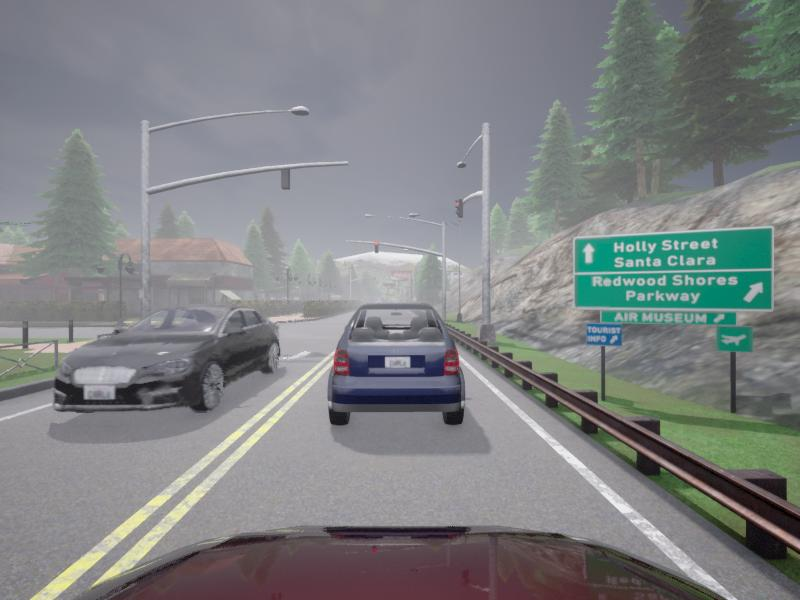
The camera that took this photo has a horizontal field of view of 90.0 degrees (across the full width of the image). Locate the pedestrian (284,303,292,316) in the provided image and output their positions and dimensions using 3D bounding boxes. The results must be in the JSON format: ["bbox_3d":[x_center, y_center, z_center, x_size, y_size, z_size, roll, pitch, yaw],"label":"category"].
[{"bbox_3d":[-10.064,0.865,35.944,0.500,1.100,0.500,0,0,1],"label":"pedestrian"}]

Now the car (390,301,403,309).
[{"bbox_3d":[-0.666,0.851,69.640,2.163,1.488,4.792,0,0,-1],"label":"car"}]

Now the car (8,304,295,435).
[{"bbox_3d":[-3.578,0.837,7.175,2.128,1.511,4.902,0,0,-1],"label":"car"}]

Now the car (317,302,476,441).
[{"bbox_3d":[-0.060,0.815,6.371,1.789,1.549,3.705,0,0,-1],"label":"car"}]
